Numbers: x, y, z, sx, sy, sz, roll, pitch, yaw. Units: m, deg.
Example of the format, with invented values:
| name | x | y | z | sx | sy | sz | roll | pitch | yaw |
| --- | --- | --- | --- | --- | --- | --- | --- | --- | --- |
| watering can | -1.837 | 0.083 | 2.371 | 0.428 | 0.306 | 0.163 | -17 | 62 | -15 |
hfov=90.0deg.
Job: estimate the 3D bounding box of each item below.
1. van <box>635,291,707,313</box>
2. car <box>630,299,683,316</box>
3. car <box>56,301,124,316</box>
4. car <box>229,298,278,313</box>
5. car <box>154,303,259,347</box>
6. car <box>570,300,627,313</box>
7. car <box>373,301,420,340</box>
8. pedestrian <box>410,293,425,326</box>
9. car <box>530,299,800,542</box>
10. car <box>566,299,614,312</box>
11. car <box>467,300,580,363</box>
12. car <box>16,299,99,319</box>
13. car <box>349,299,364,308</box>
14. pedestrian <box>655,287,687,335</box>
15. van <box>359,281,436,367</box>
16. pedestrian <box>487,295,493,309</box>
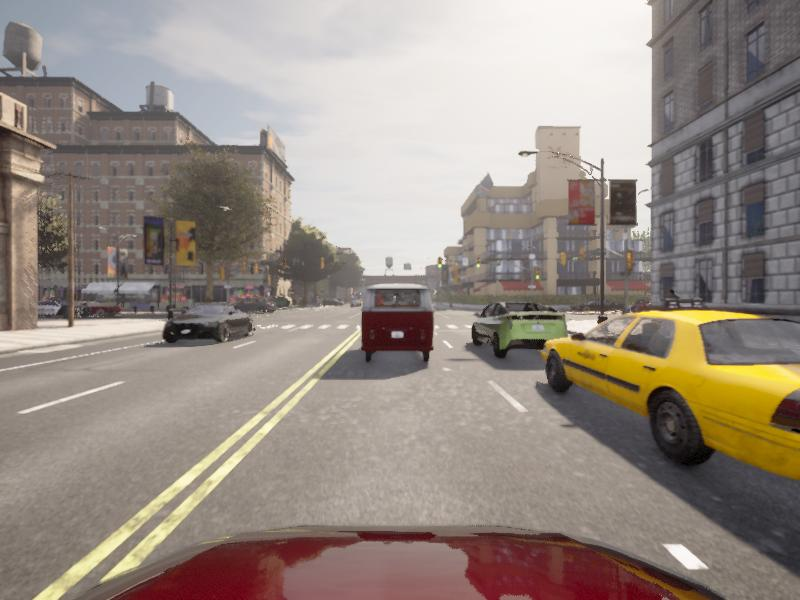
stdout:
| name | x | y | z | sx | sy | sz | roll | pitch | yaw |
| --- | --- | --- | --- | --- | --- | --- | --- | --- | --- |
| van | 30.051 | 0.191 | 44.488 | 6.366 | 2.431 | 2.351 | 0 | 0 | 0 |
| car | 23.296 | 0.674 | 36.454 | 3.633 | 1.501 | 1.845 | 0 | 0 | 0 |
| car | -27.989 | 0.792 | 36.206 | 4.718 | 1.301 | 1.895 | 0 | 0 | 0 |
| car | -16.078 | 0.571 | 44.071 | 4.611 | 1.667 | 2.242 | 0 | 0 | 9 |
| car | -7.113 | 0.842 | 15.260 | 1.994 | 1.385 | 4.181 | 0 | 0 | -1 |
| car | 21.999 | 0.708 | 44.446 | 5.357 | 1.411 | 2.033 | 0 | 0 | 0 |
| car | -0.222 | 0.781 | 17.539 | 1.816 | 1.474 | 4.193 | 0 | 0 | -2 |
| pedestrian | 1.015 | 0.538 | 23.212 | 0.751 | 1.860 | 0.751 | 0 | 0 | -7 |
| car | 3.486 | 0.779 | 5.216 | 1.801 | 1.575 | 5.366 | 0 | 0 | 0 |
| car | 22.717 | 0.650 | 47.952 | 4.792 | 1.488 | 2.163 | 0 | 0 | 0 |
| car | 3.416 | 0.777 | 12.093 | 2.007 | 1.525 | 4.514 | 0 | 0 | -1 |
| car | -27.888 | 0.689 | 32.705 | 4.974 | 1.542 | 2.038 | 0 | 0 | 0 |
| car | -7.694 | 0.573 | 70.724 | 2.128 | 1.511 | 4.902 | 0 | 0 | -1 |
| pedestrian | 10.909 | 0.417 | 16.092 | 0.751 | 1.860 | 0.751 | 0 | 0 | -15 |
| van | -0.079 | 0.550 | 11.548 | 1.775 | 1.987 | 4.442 | 0 | 0 | -1 |
| pedestrian | 12.410 | 0.252 | 55.433 | 0.751 | 1.860 | 0.751 | 0 | 0 | 6 |
